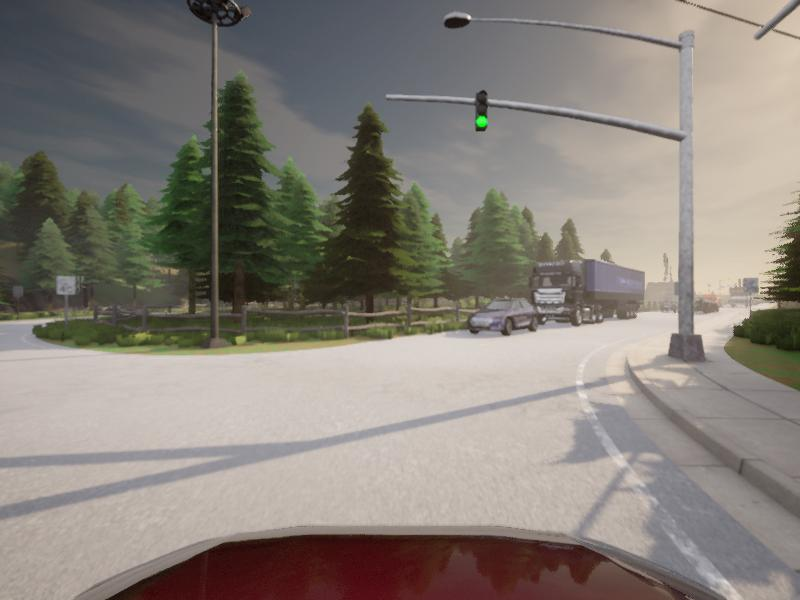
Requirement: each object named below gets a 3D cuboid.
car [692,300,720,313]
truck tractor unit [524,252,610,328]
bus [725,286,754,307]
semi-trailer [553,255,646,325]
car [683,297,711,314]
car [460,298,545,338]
[{"bbox_3d":[37.945,0.749,49.544,4.514,1.525,2.007,0,0,-44],"label":"car"},{"bbox_3d":[10.885,-0.557,25.734,3.053,4.208,6.516,0,0,43],"label":"truck tractor unit"},{"bbox_3d":[72.620,-0.668,85.497,3.944,4.253,10.273,0,0,44],"label":"bus"},{"bbox_3d":[16.230,-0.667,31.568,2.717,4.402,14.254,0,0,42],"label":"semi-trailer"},{"bbox_3d":[33.368,0.579,44.877,1.932,1.855,4.605,0,0,44],"label":"car"},{"bbox_3d":[5.040,0.746,19.207,2.033,1.649,4.856,0,0,40],"label":"car"}]
